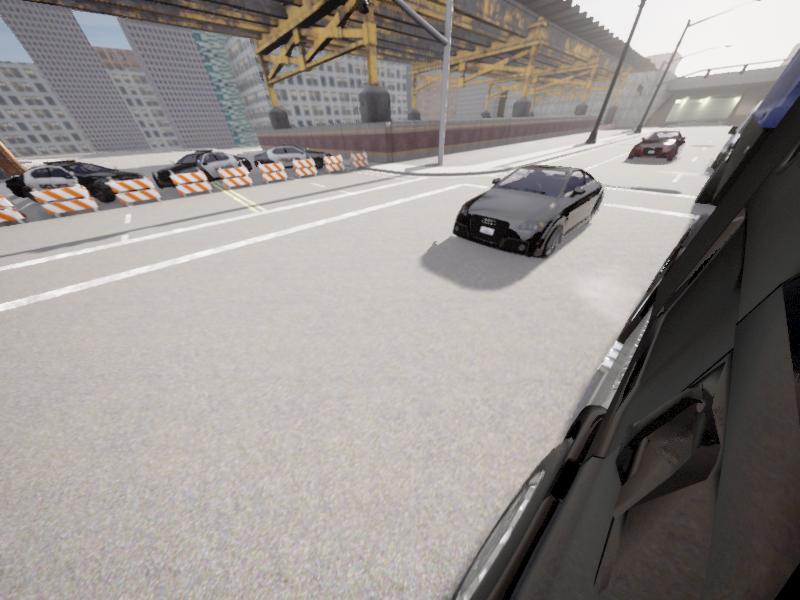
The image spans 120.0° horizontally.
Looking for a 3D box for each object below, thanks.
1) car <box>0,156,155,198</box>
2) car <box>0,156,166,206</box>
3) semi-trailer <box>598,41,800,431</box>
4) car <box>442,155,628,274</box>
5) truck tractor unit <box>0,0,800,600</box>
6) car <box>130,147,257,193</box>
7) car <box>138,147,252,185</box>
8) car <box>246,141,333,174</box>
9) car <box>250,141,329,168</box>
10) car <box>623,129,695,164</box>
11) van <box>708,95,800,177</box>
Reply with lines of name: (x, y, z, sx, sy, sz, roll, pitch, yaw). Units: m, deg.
car: (-14.335, -5.519, 10.328, 4.536, 1.218, 1.853, 0, 37, 3)
car: (-14.278, -5.393, 10.420, 4.974, 1.542, 2.038, 0, 37, 3)
semi-trailer: (8.679, -3.624, 4.238, 14.254, 4.402, 2.717, -28, 44, -30)
car: (3.178, -2.326, 5.403, 4.181, 1.385, 1.994, -29, 44, -31)
truck tractor unit: (2.645, -0.295, 0.351, 6.516, 4.208, 3.053, -28, 44, -30)
car: (-10.829, -7.334, 12.781, 2.038, 1.542, 4.974, 6, 38, 11)
car: (-10.824, -7.490, 12.727, 1.853, 1.218, 4.536, 6, 38, 11)
car: (-7.325, -9.928, 16.009, 4.974, 1.542, 2.038, -10, 37, -9)
car: (-7.382, -10.045, 15.906, 4.536, 1.218, 1.853, -10, 37, -9)
car: (15.505, -9.230, 13.801, 4.181, 1.385, 1.994, -29, 44, -31)
van: (16.827, -7.651, 10.640, 5.915, 2.561, 1.988, -29, 44, -31)
